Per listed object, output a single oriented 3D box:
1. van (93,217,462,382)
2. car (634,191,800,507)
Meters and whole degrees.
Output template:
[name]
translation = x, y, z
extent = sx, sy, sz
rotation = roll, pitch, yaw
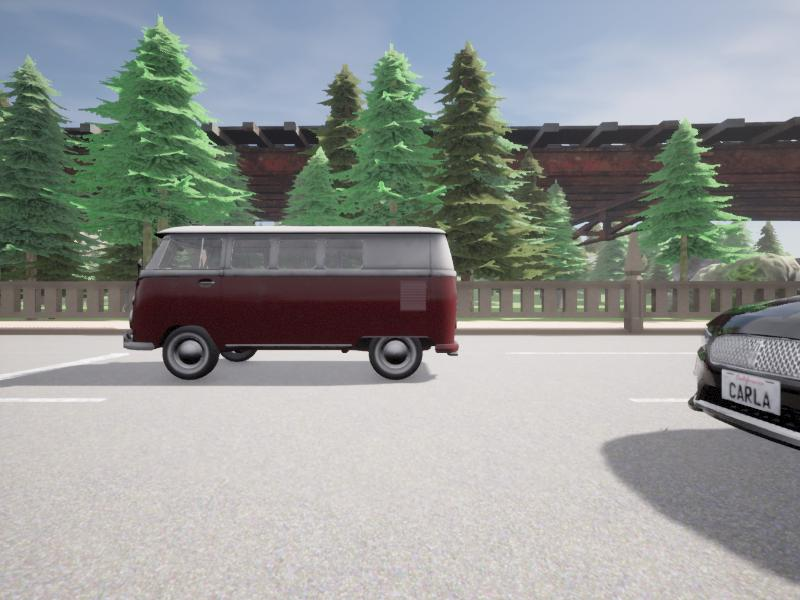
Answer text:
[van]
translation = -1.470, -0.002, 5.700
extent = 4.442, 1.987, 1.775
rotation = 0, 0, 0
[car]
translation = 4.363, 0.237, 2.200
extent = 4.902, 1.511, 2.128
rotation = 0, 0, 0
